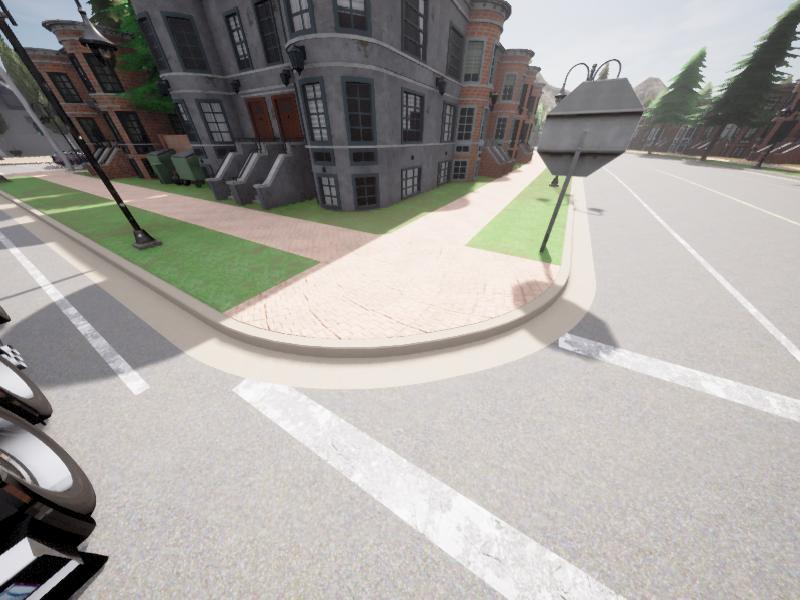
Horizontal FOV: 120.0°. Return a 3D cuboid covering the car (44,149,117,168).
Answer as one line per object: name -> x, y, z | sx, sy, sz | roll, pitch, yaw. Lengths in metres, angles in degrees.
car -> -34.327, -15.337, 24.984 | 1.816, 1.474, 4.193 | 18, 39, 24

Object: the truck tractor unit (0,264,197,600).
truck tractor unit -> -5.111, -0.301, 0.779 | 6.516, 4.208, 3.053 | 18, 39, 24
